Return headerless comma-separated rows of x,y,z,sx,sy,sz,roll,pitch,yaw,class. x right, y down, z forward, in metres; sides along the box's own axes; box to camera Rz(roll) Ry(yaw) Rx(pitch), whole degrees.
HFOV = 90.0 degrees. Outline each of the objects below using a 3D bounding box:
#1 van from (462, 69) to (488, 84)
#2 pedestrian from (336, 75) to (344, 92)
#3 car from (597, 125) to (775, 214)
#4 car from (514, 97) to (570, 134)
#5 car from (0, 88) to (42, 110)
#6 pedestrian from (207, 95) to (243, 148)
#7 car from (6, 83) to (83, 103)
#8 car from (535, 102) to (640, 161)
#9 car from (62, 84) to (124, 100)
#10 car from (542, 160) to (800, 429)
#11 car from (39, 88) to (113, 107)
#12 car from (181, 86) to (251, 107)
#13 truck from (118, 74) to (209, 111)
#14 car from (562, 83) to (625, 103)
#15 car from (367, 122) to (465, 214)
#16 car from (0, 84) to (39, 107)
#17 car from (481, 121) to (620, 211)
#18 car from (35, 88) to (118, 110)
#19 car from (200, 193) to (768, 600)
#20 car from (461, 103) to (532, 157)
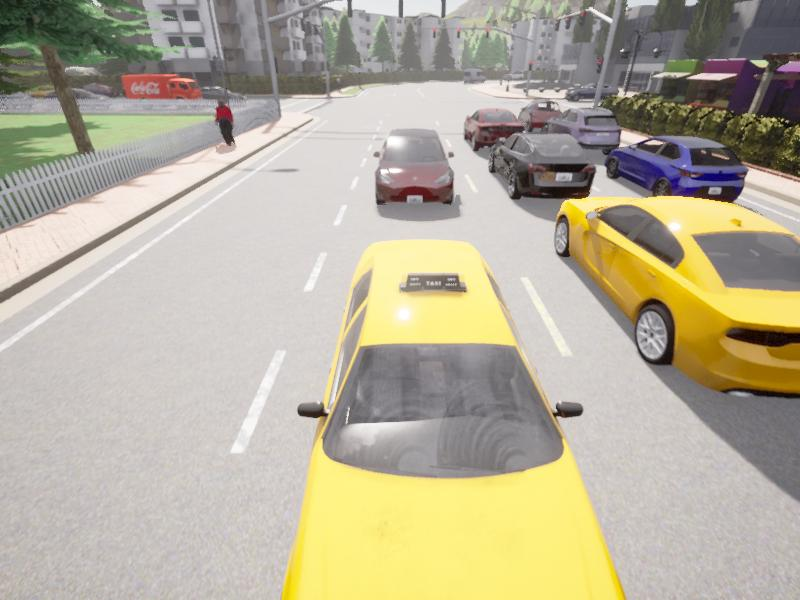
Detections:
15.505,-45.966,82.170,1.988,2.561,5.915,27,39,37,van
-7.705,-27.617,51.086,0.751,1.860,0.751,2,30,4,pedestrian
7.375,-3.766,11.013,1.816,1.474,4.193,0,30,1,car
7.621,-10.121,21.837,1.845,1.501,3.633,2,30,3,car
-32.432,-16.272,32.336,4.892,1.490,1.837,1,30,2,car
-7.030,-7.202,16.143,0.751,1.860,0.751,0,30,1,pedestrian
-34.020,-19.872,38.412,5.366,1.575,1.801,1,30,2,car
7.451,-7.127,16.615,2.033,1.649,4.856,0,30,1,car
-31.706,-21.536,41.401,4.674,1.442,1.812,1,30,2,car
3.844,-0.673,5.651,1.882,1.535,5.008,0,30,0,car
-28.480,-17.877,35.287,4.718,1.301,1.895,1,30,2,car
-15.937,-17.727,34.839,4.902,1.511,2.128,1,30,2,car
-18.523,-16.425,31.654,5.204,2.467,2.627,1,30,2,truck
19.118,-20.658,39.804,5.027,1.651,2.152,2,30,3,car
0.375,-3.921,11.261,2.163,1.488,4.792,0,30,1,car
-35.688,-18.157,35.431,5.027,1.651,2.152,1,30,2,car
3.892,-4.038,11.467,2.163,1.488,4.792,0,30,0,car
-25.876,-16.145,32.130,4.892,1.490,1.837,1,30,2,car
0.274,0.612,3.412,1.801,1.575,5.366,0,30,0,car
3.960,-7.511,17.356,1.882,1.535,5.008,0,30,1,car
